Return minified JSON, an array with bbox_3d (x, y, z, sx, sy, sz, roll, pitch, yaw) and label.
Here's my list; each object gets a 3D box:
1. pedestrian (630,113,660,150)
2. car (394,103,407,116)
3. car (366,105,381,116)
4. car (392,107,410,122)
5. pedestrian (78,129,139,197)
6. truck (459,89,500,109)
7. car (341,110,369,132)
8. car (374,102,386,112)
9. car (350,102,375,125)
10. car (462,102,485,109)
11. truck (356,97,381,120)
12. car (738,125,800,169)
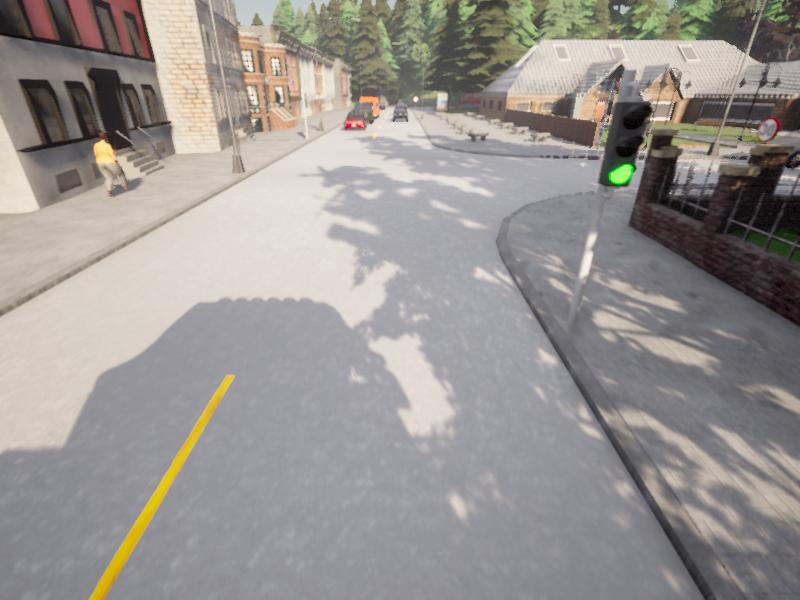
[{"bbox_3d":[13.851,-9.507,22.627,0.751,1.860,0.751,1,27,1],"label":"pedestrian"},{"bbox_3d":[0.118,-28.699,60.163,1.837,1.490,4.892,0,28,0],"label":"car"},{"bbox_3d":[-3.872,-27.589,58.177,1.895,1.301,4.718,0,27,-1],"label":"car"},{"bbox_3d":[0.078,-22.457,48.251,2.033,1.411,5.357,0,27,0],"label":"car"},{"bbox_3d":[-8.783,-4.135,12.131,0.751,1.860,0.751,1,27,1],"label":"pedestrian"},{"bbox_3d":[18.049,-45.755,91.073,8.468,3.827,2.891,0,27,0],"label":"truck"},{"bbox_3d":[-3.950,-16.208,36.050,2.007,1.525,4.514,0,27,0],"label":"car"},{"bbox_3d":[-3.816,-37.183,76.958,2.163,1.488,4.792,0,27,0],"label":"car"},{"bbox_3d":[-3.947,-20.218,43.205,2.150,2.045,5.566,0,27,0],"label":"car"},{"bbox_3d":[16.131,-42.792,88.093,4.718,1.301,1.895,0,27,0],"label":"car"},{"bbox_3d":[-3.912,-24.332,50.669,2.627,2.467,5.204,0,27,0],"label":"truck"},{"bbox_3d":[19.185,-7.136,18.605,4.611,1.667,2.242,1,27,1],"label":"car"}]
